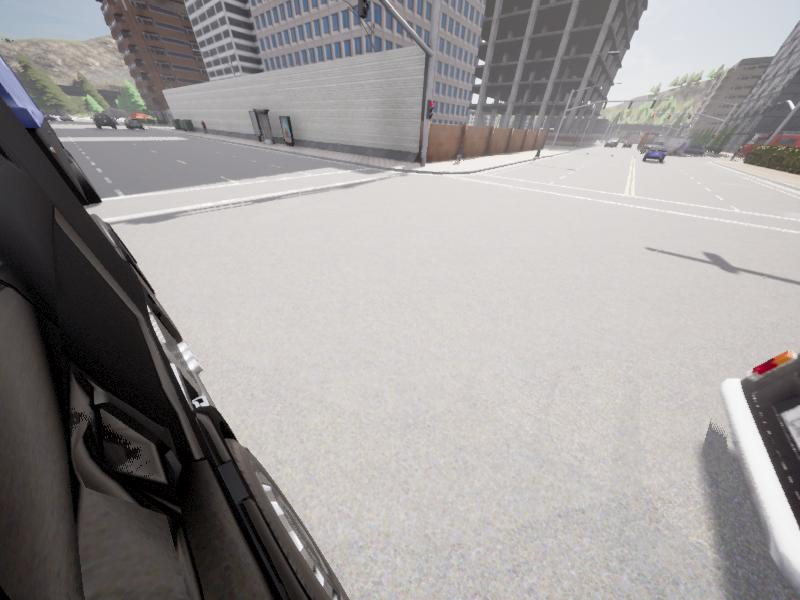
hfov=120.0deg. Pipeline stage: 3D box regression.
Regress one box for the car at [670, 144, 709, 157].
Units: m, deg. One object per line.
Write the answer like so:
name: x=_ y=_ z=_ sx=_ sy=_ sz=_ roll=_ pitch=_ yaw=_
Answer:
car: x=52.858 y=-27.372 z=42.238 sx=3.988 sy=1.617 sz=1.851 roll=27 pitch=43 yaw=29

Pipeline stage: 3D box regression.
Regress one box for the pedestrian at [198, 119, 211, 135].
pedestrian: x=-29.261 y=-25.941 z=34.594 sx=0.751 sy=1.860 sz=0.751 roll=31 pitch=45 yaw=32

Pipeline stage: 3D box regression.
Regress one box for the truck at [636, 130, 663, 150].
truck: x=62.747 y=-40.393 z=58.318 sx=2.891 sy=3.827 sz=8.468 roll=28 pitch=44 yaw=30

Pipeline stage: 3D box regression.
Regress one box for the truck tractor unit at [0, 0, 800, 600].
truck tractor unit: x=-2.645 y=-0.295 z=0.351 sx=6.516 sy=4.208 sz=3.053 roll=28 pitch=44 yaw=30

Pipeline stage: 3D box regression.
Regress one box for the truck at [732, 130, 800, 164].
truck: x=58.185 y=-22.840 z=34.593 sx=8.468 sy=3.827 sz=2.891 roll=27 pitch=43 yaw=29

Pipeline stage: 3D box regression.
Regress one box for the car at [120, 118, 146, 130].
car: x=-48.319 y=-31.860 z=41.810 sx=4.856 sy=1.649 sz=2.033 roll=28 pitch=44 yaw=30

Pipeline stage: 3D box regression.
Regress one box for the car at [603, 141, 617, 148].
car: x=52.973 y=-39.285 z=58.256 sx=2.033 sy=1.411 sz=5.357 roll=28 pitch=44 yaw=30

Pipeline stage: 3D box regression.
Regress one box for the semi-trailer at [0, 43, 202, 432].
semi-trailer: x=-8.698 y=-3.615 z=4.213 sx=14.254 sy=4.402 sz=2.717 roll=28 pitch=44 yaw=30

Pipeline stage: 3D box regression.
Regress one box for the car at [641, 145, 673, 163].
car: x=30.861 y=-17.612 z=27.848 sx=2.007 sy=1.525 sz=4.514 roll=29 pitch=44 yaw=31

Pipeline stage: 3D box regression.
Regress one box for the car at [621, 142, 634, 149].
car: x=58.104 y=-39.500 z=58.945 sx=1.895 sy=1.301 sz=4.718 roll=28 pitch=44 yaw=30

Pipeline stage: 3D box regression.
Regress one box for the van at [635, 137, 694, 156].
van: x=45.070 y=-26.248 z=39.506 sx=6.366 sy=2.431 sz=2.351 roll=2 pitch=37 yaw=-1

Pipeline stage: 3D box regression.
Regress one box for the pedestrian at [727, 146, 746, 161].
pedestrian: x=49.895 y=-21.763 z=34.248 sx=0.751 sy=1.860 sz=0.751 roll=-27 pitch=46 yaw=-33

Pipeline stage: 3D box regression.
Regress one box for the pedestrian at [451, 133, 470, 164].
pedestrian: x=4.424 y=-11.041 z=16.866 sx=0.751 sy=1.860 sz=0.751 roll=25 pitch=42 yaw=27

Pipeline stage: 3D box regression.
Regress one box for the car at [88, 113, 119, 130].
car: x=-51.418 y=-30.945 z=40.048 sx=5.566 sy=2.045 sz=2.150 roll=28 pitch=44 yaw=30

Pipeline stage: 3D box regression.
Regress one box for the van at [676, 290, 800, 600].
van: x=4.151 y=1.504 z=0.191 sx=4.480 sy=2.038 sz=2.069 roll=28 pitch=44 yaw=30
